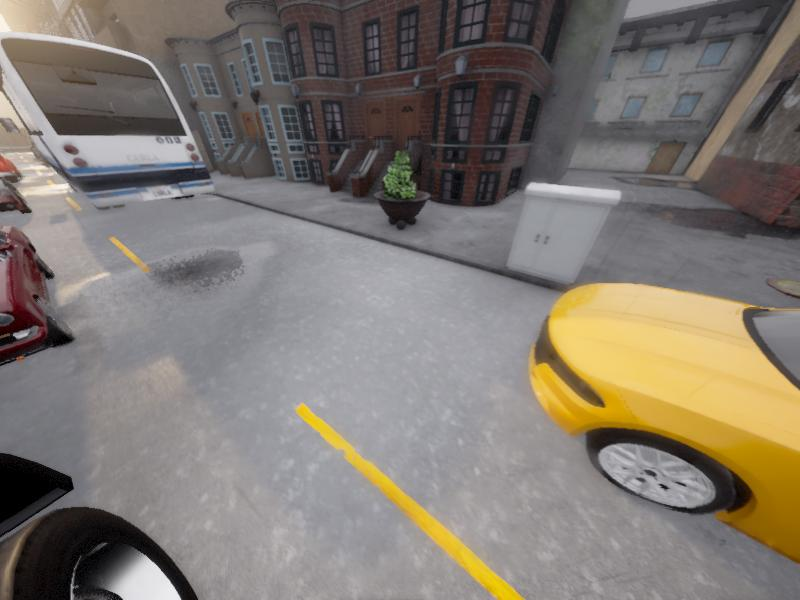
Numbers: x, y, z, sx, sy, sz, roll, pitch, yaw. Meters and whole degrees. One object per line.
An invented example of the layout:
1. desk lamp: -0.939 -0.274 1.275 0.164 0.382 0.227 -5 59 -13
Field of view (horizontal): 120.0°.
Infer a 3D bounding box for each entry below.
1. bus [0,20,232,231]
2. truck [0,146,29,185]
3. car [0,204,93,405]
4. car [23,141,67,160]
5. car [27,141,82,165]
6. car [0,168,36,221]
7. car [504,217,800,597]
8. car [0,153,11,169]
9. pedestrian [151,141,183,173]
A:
1. bus: -12.063 -6.410 9.223 10.273 4.253 3.944 23 41 28
2. truck: -24.058 -7.918 12.832 5.204 2.467 2.627 22 40 29
3. car: -6.175 -0.117 2.911 4.718 1.301 1.895 23 41 28
4. car: -41.460 -17.465 26.950 4.856 1.649 2.033 23 41 29
5. car: -33.542 -14.337 22.430 4.553 1.767 2.097 22 41 28
6. car: -14.671 -3.638 7.767 4.181 1.385 1.994 22 41 28
7. car: 3.586 0.979 1.215 5.008 1.535 1.882 22 41 28
8. car: -34.599 -11.993 19.011 3.866 1.878 1.905 22 41 28
9. pedestrian: -16.345 -10.086 16.256 0.751 1.860 0.751 22 41 28
